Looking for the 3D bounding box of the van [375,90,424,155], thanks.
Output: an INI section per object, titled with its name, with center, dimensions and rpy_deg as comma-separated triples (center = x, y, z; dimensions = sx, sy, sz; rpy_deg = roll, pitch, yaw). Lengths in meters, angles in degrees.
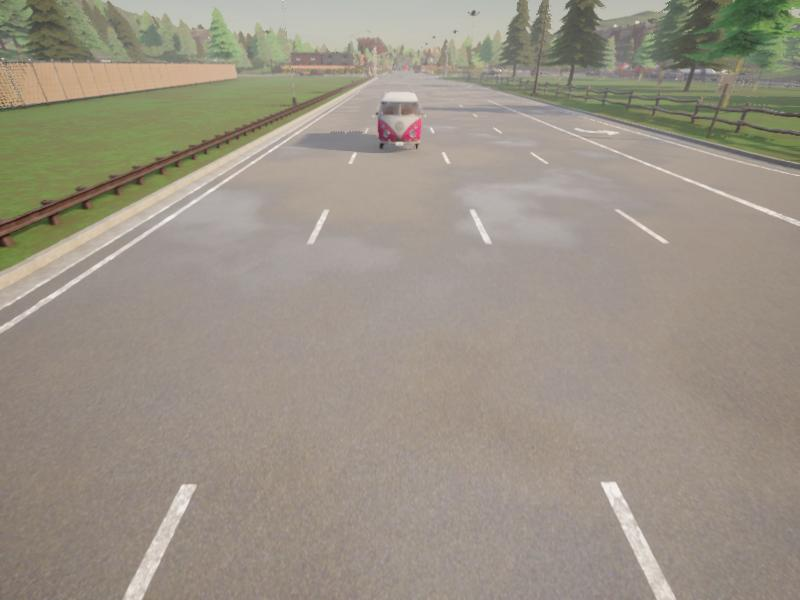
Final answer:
[van]
center = -0.022, -7.644, 17.001
dimensions = 1.775, 1.987, 4.442
rpy_deg = 0, 31, 0
